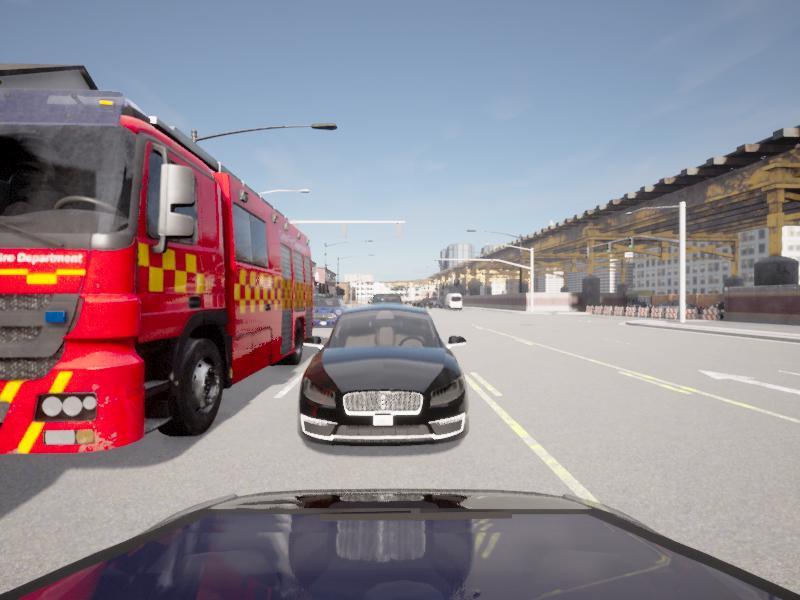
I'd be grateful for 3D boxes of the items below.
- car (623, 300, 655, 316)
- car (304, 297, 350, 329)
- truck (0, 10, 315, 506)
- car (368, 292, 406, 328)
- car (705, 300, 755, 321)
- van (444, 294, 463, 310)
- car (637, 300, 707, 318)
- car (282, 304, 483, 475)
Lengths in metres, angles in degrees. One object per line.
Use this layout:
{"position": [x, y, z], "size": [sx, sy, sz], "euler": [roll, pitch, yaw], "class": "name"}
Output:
{"position": [25.138, 0.796, 41.974], "size": [2.038, 1.542, 4.974], "euler": [0, 0, 42], "class": "car"}
{"position": [-4.275, 0.697, 24.220], "size": [2.097, 1.767, 4.553], "euler": [0, 0, -2], "class": "car"}
{"position": [-3.763, -0.320, 7.297], "size": [2.891, 3.827, 8.468], "euler": [0, 0, -2], "class": "truck"}
{"position": [-0.799, 0.572, 25.114], "size": [2.150, 2.045, 5.566], "euler": [0, 0, -2], "class": "car"}
{"position": [26.240, 0.796, 32.028], "size": [2.038, 1.542, 4.974], "euler": [0, 0, 27], "class": "car"}
{"position": [8.520, 0.322, 64.385], "size": [1.988, 2.561, 5.915], "euler": [0, 0, -2], "class": "van"}
{"position": [25.288, 0.796, 37.368], "size": [2.038, 1.542, 4.974], "euler": [0, 0, -38], "class": "car"}
{"position": [-0.220, 0.844, 6.103], "size": [1.837, 1.490, 4.892], "euler": [0, 0, -2], "class": "car"}
